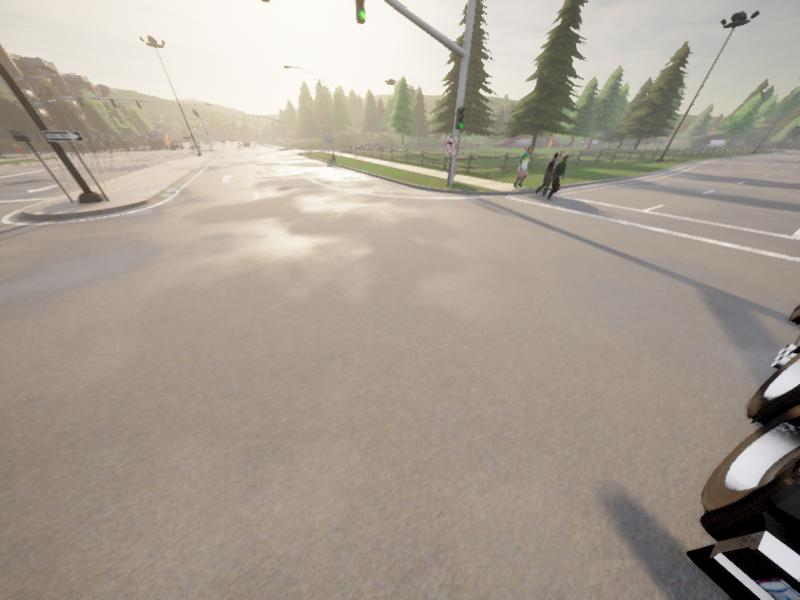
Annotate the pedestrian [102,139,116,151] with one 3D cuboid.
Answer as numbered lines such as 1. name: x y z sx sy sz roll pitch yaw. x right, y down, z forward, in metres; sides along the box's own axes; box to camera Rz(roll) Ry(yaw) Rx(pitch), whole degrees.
1. pedestrian: -57.012 -30.379 45.271 0.751 1.860 0.751 -14 37 -20

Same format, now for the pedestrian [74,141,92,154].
1. pedestrian: -51.764 -24.906 37.713 0.751 1.860 0.751 -19 39 -25

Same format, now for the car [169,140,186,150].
1. car: -52.502 -36.584 54.525 1.905 1.878 3.866 -18 39 -25

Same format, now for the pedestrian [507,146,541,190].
1. pedestrian: 6.256 -6.723 11.772 0.751 1.860 0.751 -16 38 -23

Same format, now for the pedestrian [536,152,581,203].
1. pedestrian: 6.762 -5.271 9.952 0.751 1.860 0.751 -14 37 -20

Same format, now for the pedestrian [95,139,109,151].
1. pedestrian: -57.213 -29.742 44.355 0.751 1.860 0.751 -18 39 -24

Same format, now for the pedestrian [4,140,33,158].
1. pedestrian: -45.816 -18.137 27.766 0.751 1.860 0.751 -16 38 -22

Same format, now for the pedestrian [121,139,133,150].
1. pedestrian: -56.483 -32.117 47.750 0.751 1.860 0.751 -19 39 -26

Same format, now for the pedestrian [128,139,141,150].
1. pedestrian: -55.299 -32.340 48.104 0.751 1.860 0.751 -6 35 -8

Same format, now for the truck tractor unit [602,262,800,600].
1. truck tractor unit: 5.106 -0.306 0.783 6.516 4.208 3.053 -18 39 -24

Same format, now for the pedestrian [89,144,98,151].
1. pedestrian: -60.550 -30.160 45.595 0.500 1.100 0.500 -12 37 -17

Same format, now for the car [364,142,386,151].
1. car: -5.859 -36.065 54.361 4.856 1.649 2.033 -18 39 -24

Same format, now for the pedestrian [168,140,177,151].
1. pedestrian: -49.559 -33.711 50.386 0.751 1.860 0.751 -25 42 -32

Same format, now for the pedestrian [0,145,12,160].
1. pedestrian: -44.313 -16.449 25.352 0.751 1.860 0.751 -16 38 -22

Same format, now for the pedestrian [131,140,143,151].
1. pedestrian: -54.563 -32.035 47.937 0.751 1.860 0.751 -5 35 -8

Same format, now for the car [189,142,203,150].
1. car: -49.677 -37.623 56.362 1.837 1.490 4.892 -18 39 -25

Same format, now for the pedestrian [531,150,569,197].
1. pedestrian: 7.137 -6.038 11.061 0.751 1.860 0.751 -21 40 -27

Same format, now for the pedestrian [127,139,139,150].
1. pedestrian: -55.093 -32.028 47.628 0.751 1.860 0.751 -22 41 -29

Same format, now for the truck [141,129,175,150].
1. truck: -57.378 -38.207 55.102 2.891 3.827 8.468 -18 39 -25

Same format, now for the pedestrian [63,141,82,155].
1. pedestrian: -52.641 -24.526 37.165 0.751 1.860 0.751 -14 37 -19

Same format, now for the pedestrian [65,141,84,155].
1. pedestrian: -51.709 -24.213 36.721 0.751 1.860 0.751 -16 38 -22
